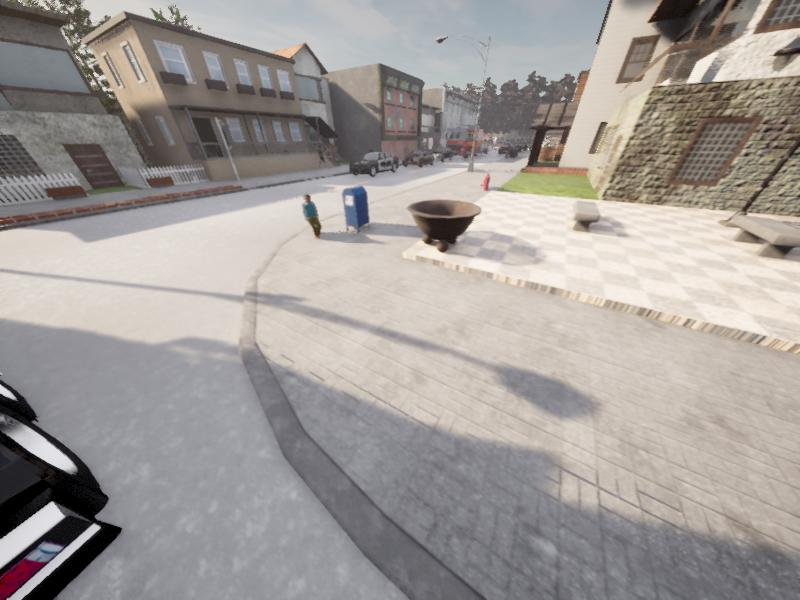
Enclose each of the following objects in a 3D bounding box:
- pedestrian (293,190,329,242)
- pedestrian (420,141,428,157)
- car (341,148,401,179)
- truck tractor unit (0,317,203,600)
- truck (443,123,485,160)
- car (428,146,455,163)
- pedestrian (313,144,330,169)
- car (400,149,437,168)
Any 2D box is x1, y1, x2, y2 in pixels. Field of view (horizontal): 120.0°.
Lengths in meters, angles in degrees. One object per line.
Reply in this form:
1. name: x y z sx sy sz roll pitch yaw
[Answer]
1. pedestrian: -2.249 -2.139 5.897 0.500 1.100 0.500 -25 42 -30
2. pedestrian: 3.463 -22.150 33.914 0.751 1.860 0.751 29 44 35
3. car: -2.016 -10.895 18.232 1.930 1.638 5.238 18 39 24
4. truck tractor unit: -5.195 -0.206 0.659 6.516 4.208 3.053 15 37 20
5. truck: 9.337 -22.675 33.111 2.891 3.827 8.468 18 39 25
6. car: 4.987 -17.528 27.755 1.789 1.549 3.705 18 39 25
7. pedestrian: -6.955 -12.718 20.485 0.751 1.860 0.751 16 38 22
8. car: 1.914 -14.499 23.601 1.994 1.385 4.181 19 39 25
